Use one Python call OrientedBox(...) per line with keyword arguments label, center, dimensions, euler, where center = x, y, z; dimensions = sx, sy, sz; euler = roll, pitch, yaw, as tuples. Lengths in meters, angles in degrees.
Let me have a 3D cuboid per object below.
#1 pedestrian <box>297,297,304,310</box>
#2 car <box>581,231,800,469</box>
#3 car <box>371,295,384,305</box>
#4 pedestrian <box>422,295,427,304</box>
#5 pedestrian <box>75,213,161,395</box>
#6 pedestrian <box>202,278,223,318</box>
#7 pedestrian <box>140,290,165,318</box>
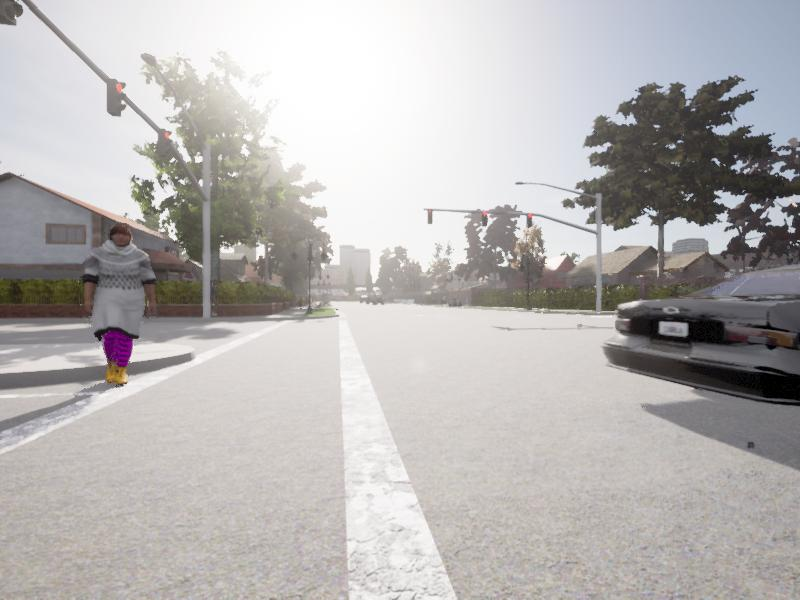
OrientedBox(label="pedestrian", center=(-8.006, 0.276, 32.314), dimensions=(0.500, 1.100, 0.500), euler=(0, 0, -9))
OrientedBox(label="car", center=(4.787, 0.294, 3.831), dimensions=(5.357, 1.411, 2.033), euler=(0, 0, -10))
OrientedBox(label="car", center=(-4.478, 0.042, 79.861), dimensions=(1.932, 1.855, 4.605), euler=(0, 0, -10))
OrientedBox(label="pedestrian", center=(4.792, -0.115, 78.549), dimensions=(0.751, 1.860, 0.751), euler=(0, 0, -17))
OrientedBox(label="pedestrian", center=(-3.231, 0.038, 4.608), dimensions=(0.751, 1.860, 0.751), euler=(0, 0, -36))
OrientedBox(label="pedestrian", center=(-8.889, -0.104, 19.003), dimensions=(0.751, 1.860, 0.751), euler=(0, 0, -11))
OrientedBox(label="pedestrian", center=(-11.670, 0.169, 18.855), dimensions=(0.751, 1.300, 0.751), euler=(0, 0, -6))
